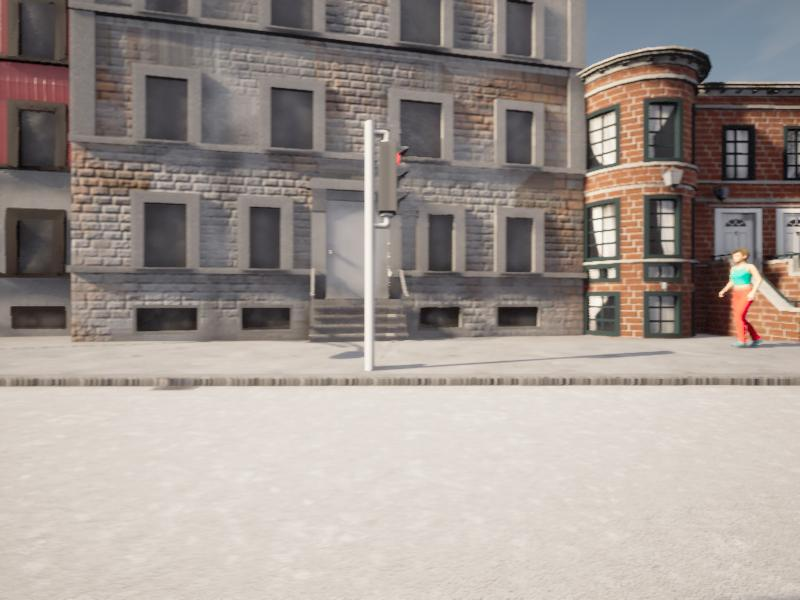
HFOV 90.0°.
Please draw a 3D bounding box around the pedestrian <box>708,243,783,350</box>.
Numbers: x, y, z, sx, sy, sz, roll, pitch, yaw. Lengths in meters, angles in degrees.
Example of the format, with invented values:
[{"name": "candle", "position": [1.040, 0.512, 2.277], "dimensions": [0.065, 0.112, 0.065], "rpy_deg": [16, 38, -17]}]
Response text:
[{"name": "pedestrian", "position": [6.317, -0.066, 7.364], "dimensions": [0.751, 1.860, 0.751], "rpy_deg": [0, 0, 6]}]
